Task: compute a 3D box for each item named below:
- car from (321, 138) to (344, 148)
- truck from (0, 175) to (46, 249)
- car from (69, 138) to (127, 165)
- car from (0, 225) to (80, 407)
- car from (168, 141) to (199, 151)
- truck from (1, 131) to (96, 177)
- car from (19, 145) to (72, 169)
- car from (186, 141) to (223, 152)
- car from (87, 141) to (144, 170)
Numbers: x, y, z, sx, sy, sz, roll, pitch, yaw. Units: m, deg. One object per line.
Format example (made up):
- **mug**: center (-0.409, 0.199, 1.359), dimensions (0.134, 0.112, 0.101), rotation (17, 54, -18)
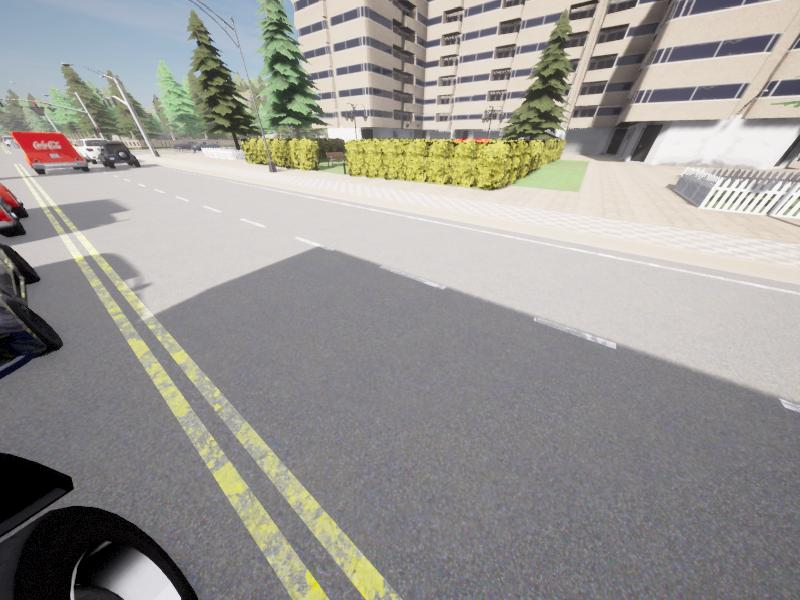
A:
- **car**: center (-17.712, -41.427, 60.845), dimensions (2.150, 2.045, 5.566), rotation (22, 41, 28)
- **truck**: center (-12.224, -2.839, 5.718), dimensions (5.204, 2.467, 2.627), rotation (22, 41, 28)
- **car**: center (-30.180, -14.894, 23.079), dimensions (5.566, 2.045, 2.150), rotation (22, 41, 28)
- **car**: center (-6.275, -0.081, 2.549), dimensions (4.611, 1.667, 2.242), rotation (22, 40, 28)
- **car**: center (-40.948, -29.269, 43.829), dimensions (1.845, 1.501, 3.633), rotation (22, 41, 28)
- **truck**: center (-25.630, -10.760, 16.872), dimensions (5.204, 2.467, 2.627), rotation (22, 41, 28)
- **car**: center (-30.965, -12.543, 20.183), dimensions (3.633, 1.501, 1.845), rotation (22, 41, 28)
- **car**: center (-36.847, -29.097, 43.642), dimensions (2.242, 1.667, 4.611), rotation (22, 41, 28)
- **car**: center (-24.382, -12.474, 19.816), dimensions (3.866, 1.878, 1.905), rotation (22, 41, 28)
